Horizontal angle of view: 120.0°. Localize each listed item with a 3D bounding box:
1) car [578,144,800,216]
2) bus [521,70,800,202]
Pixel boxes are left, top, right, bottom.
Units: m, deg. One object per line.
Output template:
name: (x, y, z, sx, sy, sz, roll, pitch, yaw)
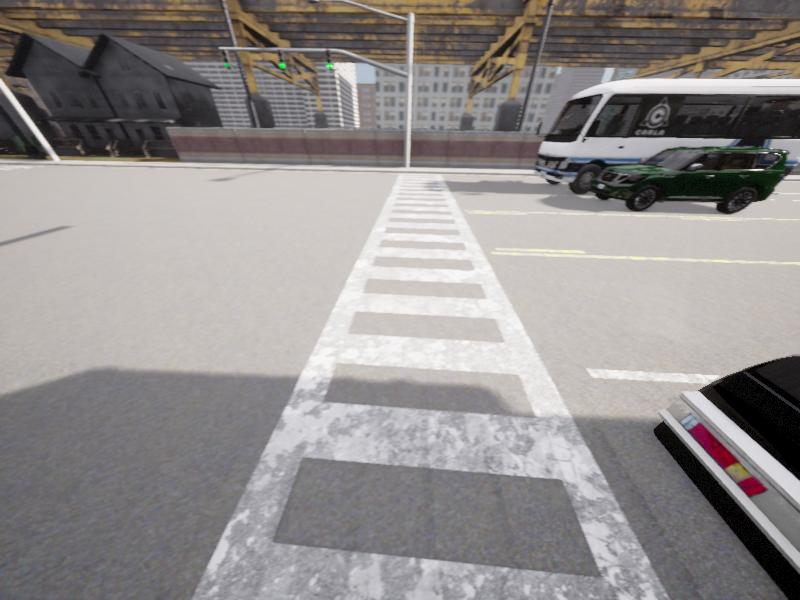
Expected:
car: (10.802, -4.694, 8.904, 5.566, 2.045, 2.150, 3, 36, 2)
bus: (12.371, -7.495, 10.949, 10.273, 4.253, 3.944, 2, 36, 2)
